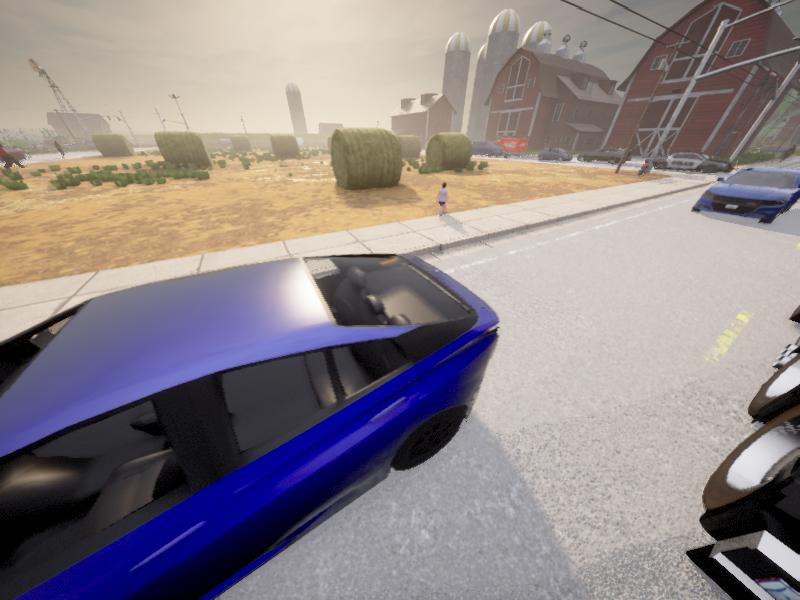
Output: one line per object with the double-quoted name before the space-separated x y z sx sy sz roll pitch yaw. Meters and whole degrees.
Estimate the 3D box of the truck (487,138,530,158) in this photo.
"truck" 16.887 -23.898 36.274 2.627 2.467 5.204 -19 40 -25

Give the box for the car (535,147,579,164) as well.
"car" 18.983 -17.638 28.096 1.845 1.501 3.633 -19 39 -25

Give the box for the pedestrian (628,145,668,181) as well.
"pedestrian" 15.303 -8.456 14.319 0.751 1.860 0.751 10 36 14

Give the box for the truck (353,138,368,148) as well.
"truck" -11.928 -47.507 69.948 2.627 2.467 5.204 -19 39 -25

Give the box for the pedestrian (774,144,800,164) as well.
"pedestrian" 44.782 -16.888 26.682 0.751 1.860 0.751 -17 38 -23

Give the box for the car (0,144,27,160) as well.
"car" -49.049 -17.956 28.010 2.007 1.525 4.514 -16 38 -22

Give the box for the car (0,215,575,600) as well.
"car" -1.402 0.723 1.615 4.514 1.525 2.007 -18 39 -24

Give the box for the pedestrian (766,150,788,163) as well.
"pedestrian" 44.586 -16.988 27.315 0.751 1.300 0.751 -21 40 -27

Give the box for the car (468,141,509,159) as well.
"car" 13.381 -23.196 35.590 2.150 2.045 5.566 -19 40 -25

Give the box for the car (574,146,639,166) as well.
"car" 23.854 -16.911 27.000 2.152 1.651 5.027 -19 39 -25

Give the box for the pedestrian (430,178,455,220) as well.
"pedestrian" 1.340 -3.231 7.380 0.500 1.100 0.500 24 41 30

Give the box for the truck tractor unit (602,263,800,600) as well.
"truck tractor unit" 5.106 -0.307 0.779 6.516 4.208 3.053 -18 39 -24

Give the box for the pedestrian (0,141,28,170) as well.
"pedestrian" -29.707 -10.933 17.474 0.751 1.860 0.751 -29 44 -35

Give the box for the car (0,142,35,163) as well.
"car" -43.046 -15.822 24.758 2.097 1.767 4.553 -16 38 -22

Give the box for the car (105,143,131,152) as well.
"car" -56.618 -30.760 46.464 1.970 1.475 3.806 -16 38 -22

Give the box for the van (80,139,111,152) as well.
"van" -60.213 -30.644 45.745 1.775 1.987 4.442 -16 38 -22

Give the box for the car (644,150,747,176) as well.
"car" 25.030 -11.862 19.856 2.038 1.542 4.974 -19 39 -25

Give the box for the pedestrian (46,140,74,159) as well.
"pedestrian" -38.698 -17.129 26.303 0.751 1.860 0.751 -2 35 -4

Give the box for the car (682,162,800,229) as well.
"car" 13.217 -4.046 8.573 5.008 1.535 1.882 -18 39 -24

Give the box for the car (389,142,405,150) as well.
"car" -0.827 -40.422 60.687 2.038 1.542 4.974 -19 39 -25
